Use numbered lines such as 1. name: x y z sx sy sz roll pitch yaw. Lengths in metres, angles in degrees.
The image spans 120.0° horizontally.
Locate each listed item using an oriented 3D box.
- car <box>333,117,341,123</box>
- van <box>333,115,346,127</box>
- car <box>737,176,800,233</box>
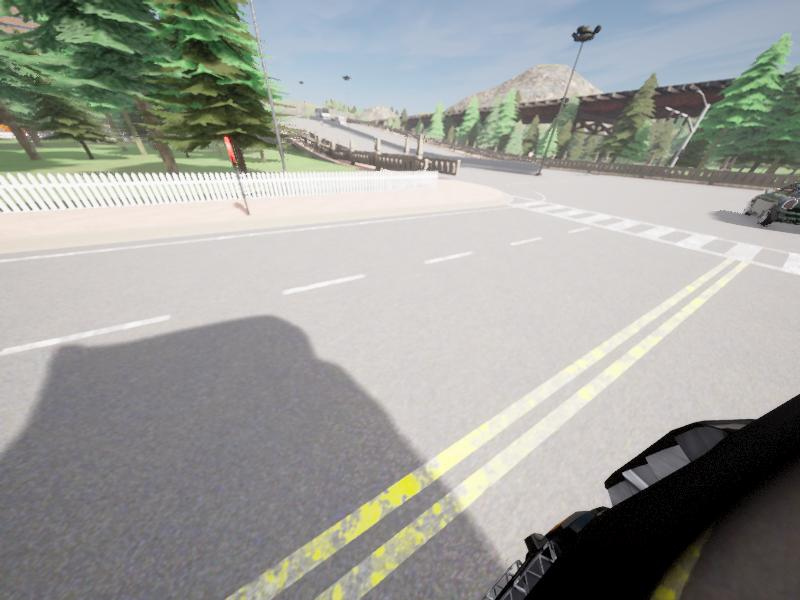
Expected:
1. car: -24.513 -69.706 89.528 1.816 1.474 4.193 -17 43 -27
2. van: -20.960 -61.748 79.678 2.351 2.431 6.366 -17 46 -27
3. car: 17.678 -4.246 10.157 2.097 1.767 4.553 30 42 34
